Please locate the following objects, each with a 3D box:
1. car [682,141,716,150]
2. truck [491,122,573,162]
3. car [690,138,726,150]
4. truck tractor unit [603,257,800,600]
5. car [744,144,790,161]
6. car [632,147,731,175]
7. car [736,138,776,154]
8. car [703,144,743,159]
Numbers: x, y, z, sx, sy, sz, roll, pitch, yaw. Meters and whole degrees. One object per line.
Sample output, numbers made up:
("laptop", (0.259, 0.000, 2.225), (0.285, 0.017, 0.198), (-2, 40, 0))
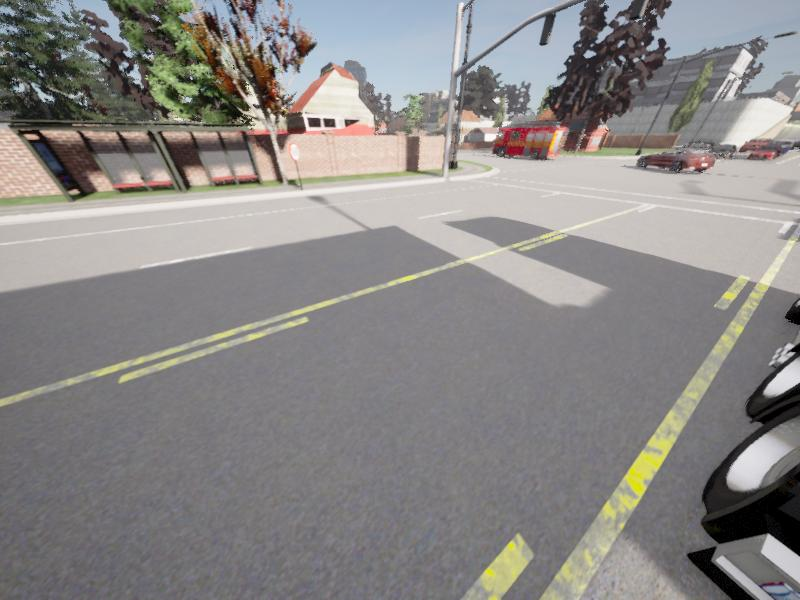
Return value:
("car", (61.881, -32.085, 47.925), (1.970, 1.475, 3.806), (-20, 40, -26))
("truck", (16.746, -20.871, 30.455), (2.891, 3.827, 8.468), (-20, 40, -26))
("car", (65.130, -33.062, 48.922), (1.905, 1.878, 3.866), (-20, 39, -25))
("truck tractor unit", (5.099, -0.313, 0.793), (6.516, 4.208, 3.053), (-19, 39, -25))
("car", (43.593, -17.542, 27.458), (4.514, 1.525, 2.007), (-20, 40, -25))
("car", (22.934, -11.702, 19.278), (2.152, 1.651, 5.027), (1, 35, 1))
("car", (57.861, -25.062, 37.520), (5.566, 2.045, 2.150), (-19, 39, -24))
("car", (41.957, -19.311, 30.009), (4.892, 1.490, 1.837), (-20, 40, -25))
